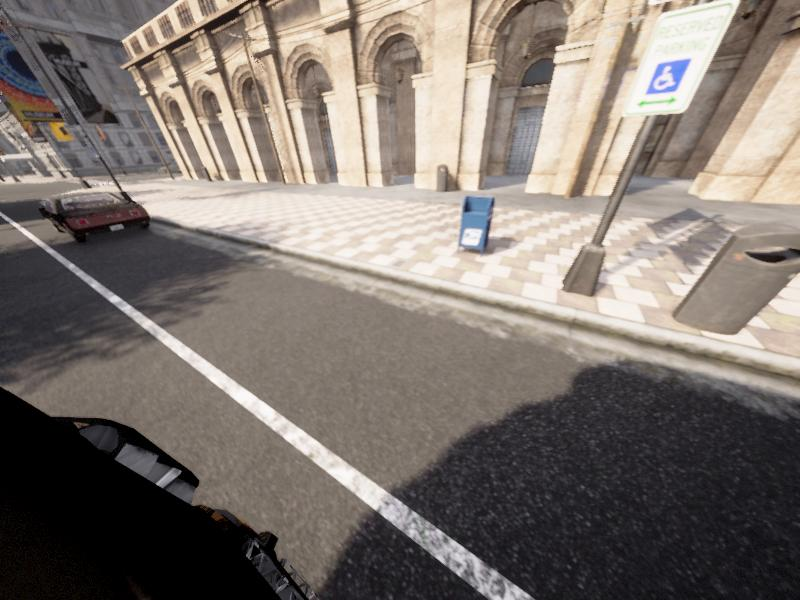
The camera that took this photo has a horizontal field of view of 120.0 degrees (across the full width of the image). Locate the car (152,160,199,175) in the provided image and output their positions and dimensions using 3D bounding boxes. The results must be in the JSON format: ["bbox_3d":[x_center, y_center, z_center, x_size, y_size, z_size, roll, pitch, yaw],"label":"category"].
[{"bbox_3d":[-37.355,-22.178,38.584,2.152,1.651,5.027,16,38,26],"label":"car"}]

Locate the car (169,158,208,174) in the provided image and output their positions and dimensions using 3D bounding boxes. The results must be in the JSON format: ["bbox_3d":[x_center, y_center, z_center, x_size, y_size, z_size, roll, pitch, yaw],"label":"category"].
[{"bbox_3d":[-34.075,-21.691,37.363,1.905,1.878,3.866,16,38,25],"label":"car"}]

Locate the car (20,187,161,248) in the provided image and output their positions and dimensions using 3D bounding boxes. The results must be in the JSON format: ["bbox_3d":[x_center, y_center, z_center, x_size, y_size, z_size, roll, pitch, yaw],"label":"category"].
[{"bbox_3d":[-11.189,-3.162,8.356,4.718,1.301,1.895,16,38,26],"label":"car"}]

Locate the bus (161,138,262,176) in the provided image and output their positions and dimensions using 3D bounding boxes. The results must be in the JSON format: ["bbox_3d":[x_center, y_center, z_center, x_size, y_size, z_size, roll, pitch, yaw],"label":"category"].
[{"bbox_3d":[-27.557,-21.721,34.786,3.944,4.253,10.273,16,38,26],"label":"bus"}]
